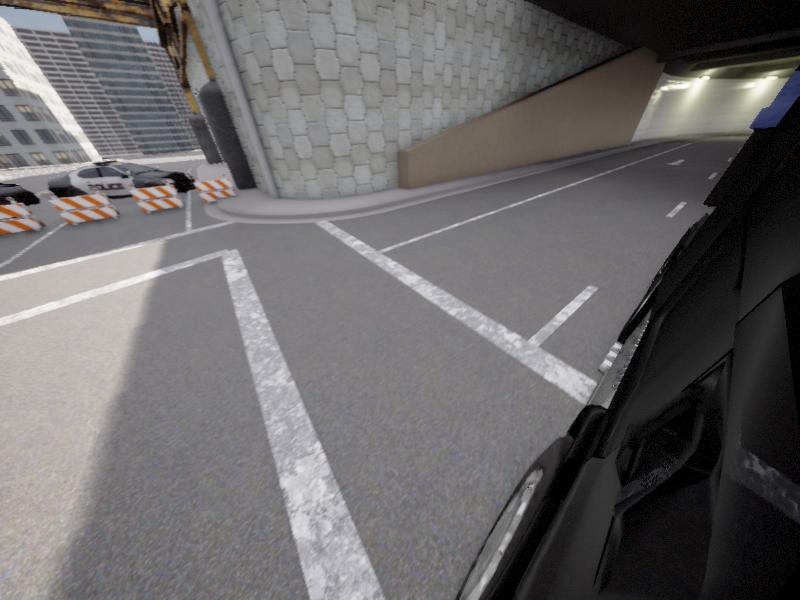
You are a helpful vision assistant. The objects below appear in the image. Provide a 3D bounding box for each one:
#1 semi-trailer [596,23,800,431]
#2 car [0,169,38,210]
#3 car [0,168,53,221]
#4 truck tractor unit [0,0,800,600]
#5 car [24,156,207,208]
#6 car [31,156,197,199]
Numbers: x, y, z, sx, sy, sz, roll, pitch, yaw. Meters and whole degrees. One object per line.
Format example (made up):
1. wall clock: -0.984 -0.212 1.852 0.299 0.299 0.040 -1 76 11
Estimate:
1. semi-trailer: 8.815 -3.505 4.133 14.254 4.402 2.717 -27 43 -29
2. car: -16.251 -3.235 7.515 1.853 1.218 4.536 9 38 15
3. car: -16.260 -3.078 7.569 2.038 1.542 4.974 9 38 15
4. truck tractor unit: 2.645 -0.295 0.351 6.516 4.208 3.053 -28 44 -30
5. car: -12.417 -5.468 10.560 4.974 1.542 2.038 -6 37 -5
6. car: -12.475 -5.589 10.462 4.536 1.218 1.853 -6 37 -5
